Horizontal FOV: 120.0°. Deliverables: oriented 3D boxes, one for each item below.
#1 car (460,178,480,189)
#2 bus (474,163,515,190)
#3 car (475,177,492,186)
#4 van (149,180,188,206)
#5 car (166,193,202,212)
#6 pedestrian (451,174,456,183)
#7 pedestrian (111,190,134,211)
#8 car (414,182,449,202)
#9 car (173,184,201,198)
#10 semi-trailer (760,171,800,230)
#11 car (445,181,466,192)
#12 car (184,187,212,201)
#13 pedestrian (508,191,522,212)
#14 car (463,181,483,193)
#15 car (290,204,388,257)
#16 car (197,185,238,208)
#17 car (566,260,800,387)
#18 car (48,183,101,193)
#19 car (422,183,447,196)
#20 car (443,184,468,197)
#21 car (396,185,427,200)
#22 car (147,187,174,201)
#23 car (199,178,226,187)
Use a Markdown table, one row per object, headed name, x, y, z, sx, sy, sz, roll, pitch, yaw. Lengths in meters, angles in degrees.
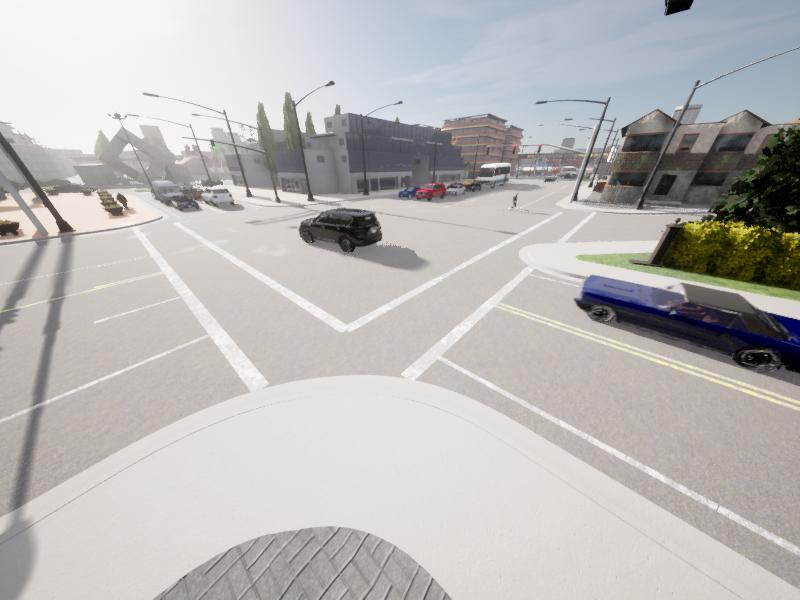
| name | x | y | z | sx | sy | sz | roll | pitch | yaw |
| --- | --- | --- | --- | --- | --- | --- | --- | --- | --- |
| car | 14.715 | -24.380 | 48.283 | 1.882 | 1.535 | 5.008 | 23 | 39 | 34 |
| bus | 19.637 | -25.762 | 47.774 | 3.944 | 4.253 | 10.273 | 23 | 39 | 34 |
| car | 19.038 | -27.106 | 52.717 | 1.812 | 1.442 | 4.674 | 23 | 39 | 34 |
| van | -29.986 | -13.922 | 29.886 | 5.915 | 2.561 | 1.988 | 23 | 37 | 34 |
| car | -24.281 | -11.043 | 25.962 | 4.193 | 1.474 | 1.816 | 23 | 37 | 34 |
| pedestrian | 13.028 | -29.587 | 56.283 | 0.751 | 1.860 | 0.751 | 21 | 36 | 32 |
| pedestrian | -28.560 | -10.219 | 23.805 | 0.751 | 1.860 | 0.751 | 21 | 36 | 32 |
| car | 4.495 | -15.481 | 32.969 | 2.150 | 2.045 | 5.566 | 23 | 37 | 34 |
| car | -34.663 | -17.825 | 37.543 | 5.238 | 1.638 | 1.930 | 23 | 37 | 34 |
| semi-trailer | 37.162 | -7.883 | 17.546 | 14.254 | 4.402 | 2.717 | -3 | 30 | -5 |
| car | 10.656 | -21.736 | 44.166 | 1.994 | 1.385 | 4.181 | 24 | 39 | 35 |
| car | -29.555 | -15.560 | 33.787 | 4.193 | 1.474 | 1.816 | 23 | 37 | 34 |
| pedestrian | 12.081 | -10.347 | 24.273 | 0.751 | 1.860 | 0.751 | 2 | 30 | 3 |
| car | 13.383 | -20.697 | 42.256 | 1.816 | 1.474 | 4.193 | 23 | 38 | 34 |
| car | -3.637 | -4.336 | 13.790 | 5.566 | 2.045 | 2.150 | 17 | 34 | 28 |
| car | -22.535 | -12.819 | 28.464 | 5.566 | 2.045 | 2.150 | 23 | 37 | 35 |
| car | 7.810 | 0.306 | 6.485 | 4.718 | 1.301 | 1.895 | 24 | 38 | 35 |
| car | -60.316 | -20.834 | 42.987 | 5.357 | 1.411 | 2.033 | -10 | 31 | -16 |
| car | 5.948 | -18.877 | 39.331 | 1.837 | 1.490 | 4.892 | 22 | 38 | 34 |
| car | 9.175 | -18.068 | 37.952 | 1.812 | 1.442 | 4.674 | 23 | 38 | 34 |
| car | 1.789 | -16.373 | 35.030 | 1.882 | 1.535 | 5.008 | 22 | 37 | 34 |
| car | -35.140 | -15.621 | 33.838 | 3.633 | 1.501 | 1.845 | 22 | 37 | 33 |
| car | -46.057 | -28.993 | 56.857 | 2.242 | 1.667 | 4.611 | 8 | 31 | 13 |
